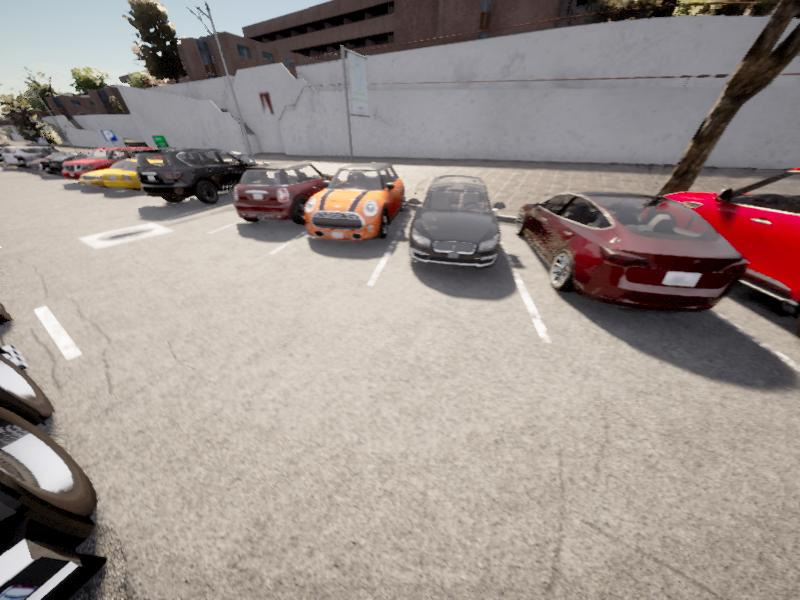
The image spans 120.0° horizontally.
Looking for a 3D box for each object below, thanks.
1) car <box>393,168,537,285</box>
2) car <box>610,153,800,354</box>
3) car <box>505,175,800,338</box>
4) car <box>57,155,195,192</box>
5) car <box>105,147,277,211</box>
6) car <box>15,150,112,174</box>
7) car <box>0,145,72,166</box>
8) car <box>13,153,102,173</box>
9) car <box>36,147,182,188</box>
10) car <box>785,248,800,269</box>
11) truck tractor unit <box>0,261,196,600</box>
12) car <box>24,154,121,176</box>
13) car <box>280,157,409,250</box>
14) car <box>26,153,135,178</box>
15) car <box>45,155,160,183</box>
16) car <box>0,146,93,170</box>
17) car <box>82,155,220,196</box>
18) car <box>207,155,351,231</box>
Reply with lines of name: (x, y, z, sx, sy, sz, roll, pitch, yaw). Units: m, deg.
car: (1.416, -2.385, 6.089, 2.231, 1.521, 4.892, 6, 35, 8)
car: (6.590, -0.892, 3.460, 2.435, 2.045, 5.566, 6, 35, 9)
car: (3.999, -1.519, 4.872, 2.163, 1.488, 4.792, 6, 35, 9)
car: (-16.740, -8.229, 14.734, 1.946, 1.575, 5.366, 6, 34, 9)
car: (-8.947, -6.018, 10.990, 2.435, 2.045, 5.566, 6, 34, 9)
car: (-32.235, -13.493, 22.430, 2.185, 1.767, 4.553, 6, 34, 9)
car: (-47.785, -18.699, 29.836, 2.435, 2.045, 5.566, 7, 35, 8)
car: (-34.827, -14.182, 23.760, 2.002, 1.452, 4.674, 6, 35, 8)
car: (-19.297, -9.362, 15.988, 2.435, 2.045, 5.566, 6, 34, 9)
car: (9.208, 0.087, 2.473, 1.946, 1.575, 5.366, 6, 35, 9)
truck tractor unit: (-5.107, -0.306, 0.788, 6.516, 4.208, 3.053, 19, 39, 24)
car: (-29.651, -12.496, 21.236, 2.002, 1.452, 4.674, 6, 34, 9)
car: (-1.169, -3.360, 7.293, 2.185, 1.767, 4.553, 6, 35, 8)
car: (-27.068, -11.684, 19.943, 2.097, 1.535, 5.008, 5, 34, 9)
car: (-21.888, -9.970, 17.409, 2.163, 1.488, 4.792, 6, 34, 9)
car: (-40.012, -16.146, 26.133, 2.435, 2.045, 5.566, 6, 35, 9)
car: (-14.091, -7.590, 13.777, 1.946, 1.575, 5.366, 6, 34, 9)
car: (-3.776, -4.179, 8.496, 2.185, 1.767, 4.553, 6, 34, 9)
